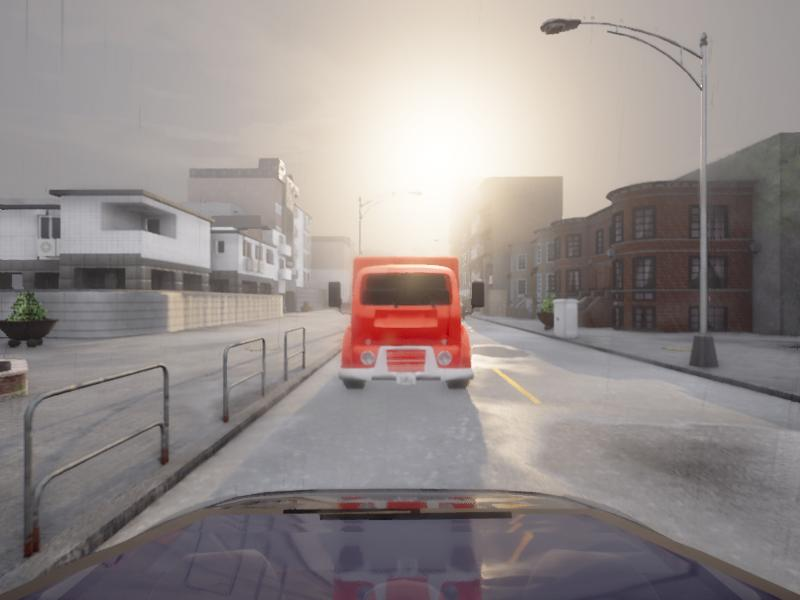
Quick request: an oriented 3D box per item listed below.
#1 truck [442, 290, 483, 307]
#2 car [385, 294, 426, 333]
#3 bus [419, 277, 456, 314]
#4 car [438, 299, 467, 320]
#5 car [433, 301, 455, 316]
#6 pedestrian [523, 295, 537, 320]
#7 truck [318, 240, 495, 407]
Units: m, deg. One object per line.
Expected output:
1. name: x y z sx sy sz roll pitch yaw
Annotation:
1. truck: 13.608 -0.323 87.661 8.468 3.827 2.891 0 0 1
2. car: 0.282 0.647 20.841 1.905 1.878 3.866 0 0 1
3. bus: 4.562 -0.533 51.579 3.944 4.253 10.273 0 0 1
4. car: 4.466 0.772 34.922 1.930 1.638 5.238 0 0 1
5. car: 4.560 0.824 42.307 1.882 1.535 5.008 0 0 1
6. pedestrian: 9.596 0.534 29.632 0.751 1.860 0.751 0 0 -8
7. truck: 0.123 0.361 8.554 2.627 2.467 5.204 0 0 1
